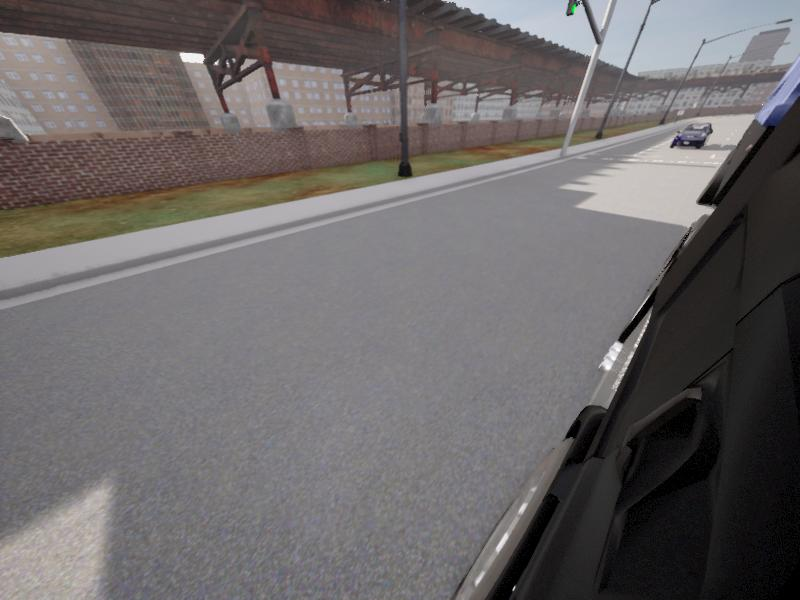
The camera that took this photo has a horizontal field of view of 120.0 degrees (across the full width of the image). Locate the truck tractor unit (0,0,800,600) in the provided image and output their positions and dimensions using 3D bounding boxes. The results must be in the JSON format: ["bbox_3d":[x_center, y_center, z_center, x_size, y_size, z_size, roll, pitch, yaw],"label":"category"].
[{"bbox_3d":[2.645,-0.295,0.351,6.516,4.208,3.053,-28,44,-30],"label":"truck tractor unit"}]

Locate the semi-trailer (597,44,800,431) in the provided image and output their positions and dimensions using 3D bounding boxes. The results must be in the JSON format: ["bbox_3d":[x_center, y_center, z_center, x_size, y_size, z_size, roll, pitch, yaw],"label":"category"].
[{"bbox_3d":[8.703,-3.593,4.237,14.254,4.402,2.717,-28,44,-30],"label":"semi-trailer"}]

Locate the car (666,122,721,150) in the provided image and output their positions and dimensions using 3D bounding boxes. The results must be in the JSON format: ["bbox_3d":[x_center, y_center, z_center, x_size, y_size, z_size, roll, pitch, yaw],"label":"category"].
[{"bbox_3d":[22.269,-12.481,17.536,3.633,1.501,1.845,-28,44,-30],"label":"car"}]
